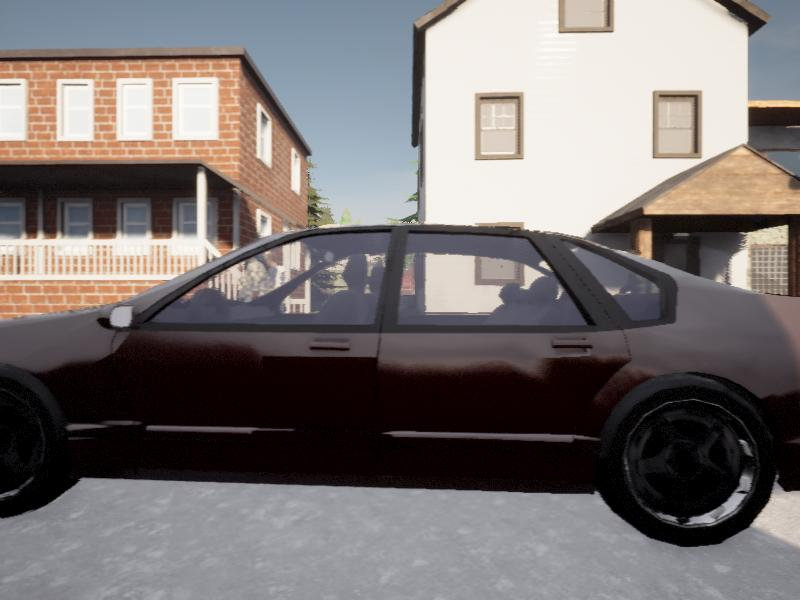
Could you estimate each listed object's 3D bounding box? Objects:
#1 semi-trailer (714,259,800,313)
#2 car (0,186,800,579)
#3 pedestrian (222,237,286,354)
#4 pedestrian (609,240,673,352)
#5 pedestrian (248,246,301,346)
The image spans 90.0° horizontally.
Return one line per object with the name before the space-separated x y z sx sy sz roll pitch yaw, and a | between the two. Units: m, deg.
semi-trailer | 34.245 -1.175 34.909 2.717 4.402 14.254 0 0 1
car | -0.118 0.293 2.559 5.357 1.411 2.033 0 0 4
pedestrian | -2.461 -0.072 6.797 0.751 1.860 0.751 0 0 8
pedestrian | 4.230 -0.063 7.085 0.751 1.860 0.751 0 0 10
pedestrian | -2.466 -0.072 7.918 0.751 1.860 0.751 0 0 10
